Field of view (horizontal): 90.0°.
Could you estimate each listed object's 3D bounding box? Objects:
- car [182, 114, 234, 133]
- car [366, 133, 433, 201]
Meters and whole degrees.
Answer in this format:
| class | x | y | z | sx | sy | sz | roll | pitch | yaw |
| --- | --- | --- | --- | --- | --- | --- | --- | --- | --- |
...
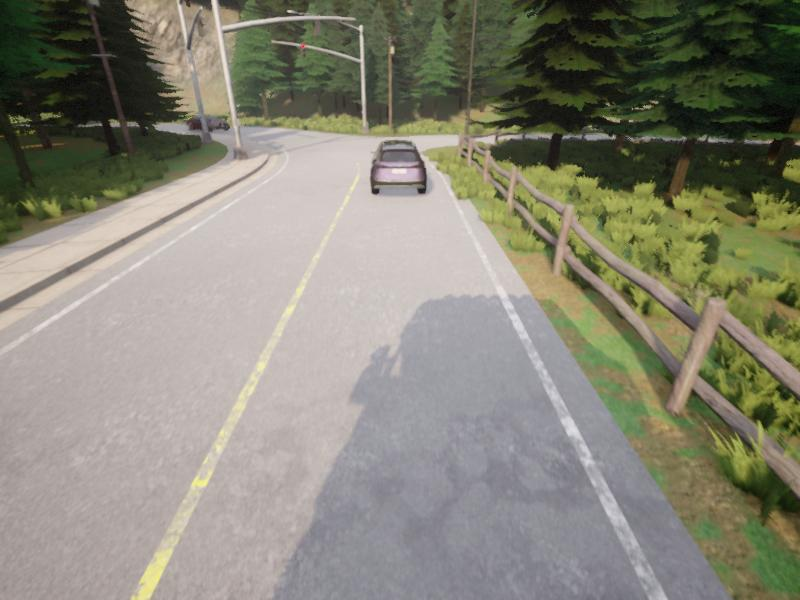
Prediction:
| class | x | y | z | sx | sy | sz | roll | pitch | yaw |
| --- | --- | --- | --- | --- | --- | --- | --- | --- | --- |
| car | -17.645 | -16.283 | 36.800 | 4.181 | 1.385 | 1.994 | 15 | 30 | 26 |
| car | -0.100 | -5.027 | 14.661 | 2.033 | 1.649 | 4.856 | -1 | 27 | -2 |
